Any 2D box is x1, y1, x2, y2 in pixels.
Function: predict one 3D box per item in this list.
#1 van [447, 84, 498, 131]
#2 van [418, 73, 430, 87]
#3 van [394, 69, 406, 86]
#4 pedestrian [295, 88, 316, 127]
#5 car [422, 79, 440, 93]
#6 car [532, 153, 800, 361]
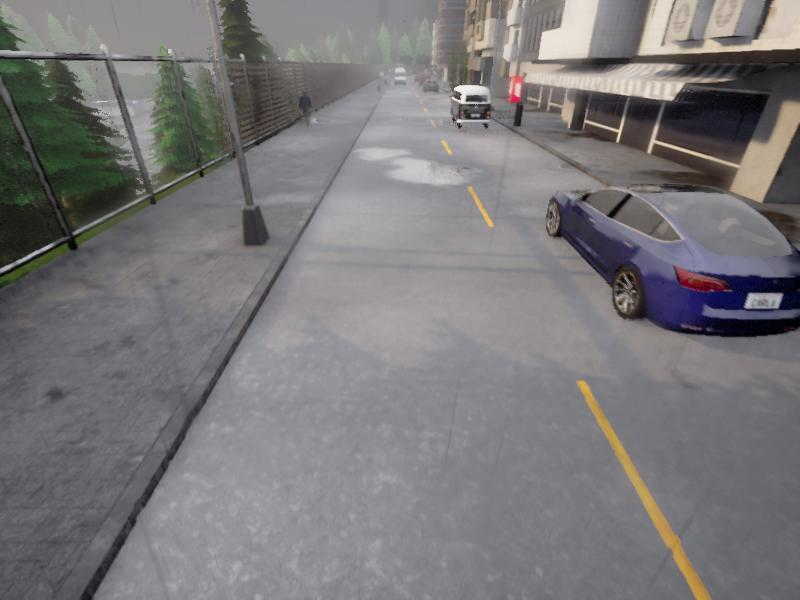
[{"bbox_3d":[4.019,-11.170,23.035,2.069,2.038,4.480,0,30,0],"label":"van"},{"bbox_3d":[4.051,-36.994,67.160,1.775,1.987,4.442,0,30,0],"label":"van"},{"bbox_3d":[0.050,-38.422,69.008,1.988,2.561,5.915,0,30,0],"label":"van"},{"bbox_3d":[-5.098,-10.421,21.678,0.751,1.860,0.751,-1,30,-2],"label":"pedestrian"},{"bbox_3d":[4.038,-28.115,52.512,1.970,1.475,3.806,0,30,0],"label":"car"},{"bbox_3d":[4.009,-1.130,6.451,2.163,1.488,4.792,0,30,0],"label":"car"}]
